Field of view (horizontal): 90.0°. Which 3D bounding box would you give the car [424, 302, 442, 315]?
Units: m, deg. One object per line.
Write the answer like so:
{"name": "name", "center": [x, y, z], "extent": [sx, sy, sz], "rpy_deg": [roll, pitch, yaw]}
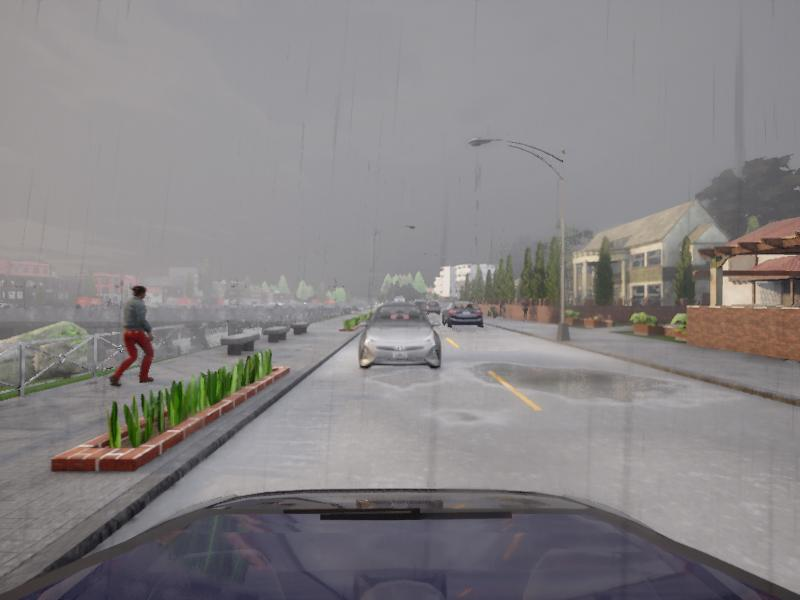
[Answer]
{"name": "car", "center": [4.003, 1.023, 49.495], "extent": [1.851, 1.617, 3.988], "rpy_deg": [0, 0, 0]}

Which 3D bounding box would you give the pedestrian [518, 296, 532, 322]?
{"name": "pedestrian", "center": [9.018, 0.672, 28.892], "extent": [0.751, 1.860, 0.751], "rpy_deg": [0, 0, -6]}

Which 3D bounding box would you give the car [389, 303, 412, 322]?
{"name": "car", "center": [0.003, 1.016, 33.759], "extent": [1.816, 1.474, 4.193], "rpy_deg": [0, 0, 0]}

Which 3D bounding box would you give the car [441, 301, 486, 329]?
{"name": "car", "center": [3.998, 0.882, 26.089], "extent": [2.242, 1.667, 4.611], "rpy_deg": [0, 0, 0]}

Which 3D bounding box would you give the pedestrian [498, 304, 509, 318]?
{"name": "pedestrian", "center": [9.247, 0.984, 35.793], "extent": [0.751, 1.300, 0.751], "rpy_deg": [0, 0, -4]}

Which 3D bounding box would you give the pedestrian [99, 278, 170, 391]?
{"name": "pedestrian", "center": [-4.690, 0.571, 7.106], "extent": [0.751, 1.860, 0.751], "rpy_deg": [0, 0, 21]}

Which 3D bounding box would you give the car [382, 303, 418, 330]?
{"name": "car", "center": [0.002, 0.948, 24.603], "extent": [2.007, 1.525, 4.514], "rpy_deg": [0, 0, 0]}

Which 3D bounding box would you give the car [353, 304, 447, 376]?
{"name": "car", "center": [0.001, 0.883, 10.844], "extent": [2.007, 1.525, 4.514], "rpy_deg": [0, 0, 0]}
